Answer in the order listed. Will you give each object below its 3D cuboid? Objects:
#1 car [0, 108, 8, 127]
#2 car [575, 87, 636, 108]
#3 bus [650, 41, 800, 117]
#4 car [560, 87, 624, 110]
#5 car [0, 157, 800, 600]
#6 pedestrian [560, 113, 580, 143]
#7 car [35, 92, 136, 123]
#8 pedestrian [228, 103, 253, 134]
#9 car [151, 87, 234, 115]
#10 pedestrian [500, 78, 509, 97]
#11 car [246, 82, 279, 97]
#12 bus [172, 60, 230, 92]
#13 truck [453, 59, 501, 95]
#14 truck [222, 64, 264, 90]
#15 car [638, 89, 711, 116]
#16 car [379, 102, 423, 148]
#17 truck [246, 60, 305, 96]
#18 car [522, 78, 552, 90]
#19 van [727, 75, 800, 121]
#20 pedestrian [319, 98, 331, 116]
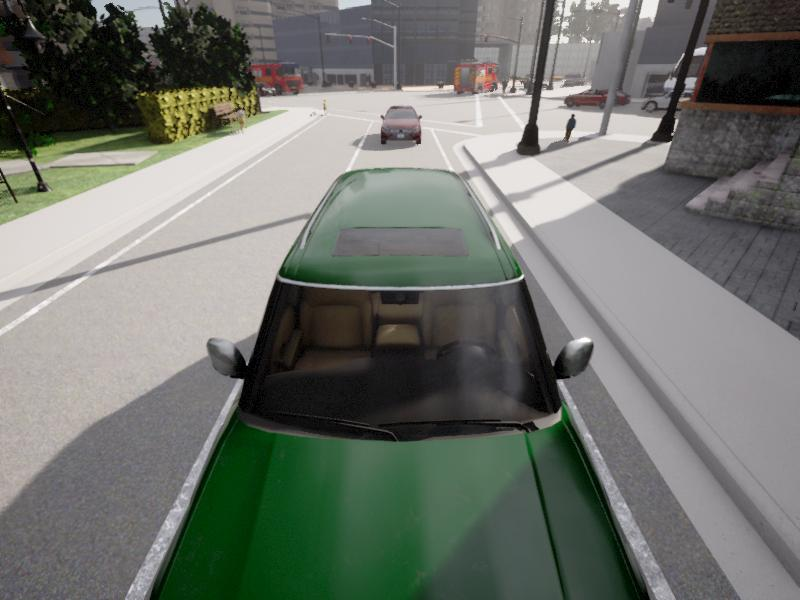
[{"bbox_3d":[-25.823,-10.552,22.502,5.027,1.651,2.152,-26,39,-37],"label":"car"},{"bbox_3d":[18.145,-17.986,35.420,1.994,1.385,4.181,-27,39,-38],"label":"car"},{"bbox_3d":[24.822,-15.829,28.714,3.944,4.253,10.273,-26,39,-38],"label":"bus"},{"bbox_3d":[15.819,-16.710,33.122,1.816,1.474,4.193,-27,39,-37],"label":"car"},{"bbox_3d":[0.002,0.344,3.439,2.150,2.045,5.566,0,30,0],"label":"car"},{"bbox_3d":[7.250,-7.321,17.054,0.500,1.100,0.500,6,31,9],"label":"pedestrian"},{"bbox_3d":[-20.851,-12.938,26.734,4.792,1.488,2.163,-26,39,-37],"label":"car"},{"bbox_3d":[-7.878,-8.990,19.806,0.751,1.300,0.751,-2,30,-3],"label":"pedestrian"},{"bbox_3d":[-15.889,-15.439,30.883,5.027,1.651,2.152,-26,39,-37],"label":"car"},{"bbox_3d":[11.956,-24.385,45.944,0.751,1.860,0.751,7,31,12],"label":"pedestrian"},{"bbox_3d":[-16.737,-25.586,48.608,1.970,1.475,3.806,-26,39,-37],"label":"car"},{"bbox_3d":[-33.224,-37.297,66.642,10.273,4.253,3.944,23,37,35],"label":"bus"},{"bbox_3d":[10.126,-29.242,52.374,2.891,3.827,8.468,17,34,27],"label":"truck"},{"bbox_3d":[-27.841,-39.429,70.706,2.891,3.827,8.468,-27,39,-37],"label":"truck"},{"bbox_3d":[20.089,-14.573,29.397,1.970,1.475,3.806,-26,39,-37],"label":"car"},{"bbox_3d":[0.065,-8.432,19.053,1.812,1.442,4.674,0,30,1],"label":"car"},{"bbox_3d":[-16.155,-28.769,51.795,2.891,3.827,8.468,-27,39,-38],"label":"truck"},{"bbox_3d":[21.440,-33.816,62.489,4.974,1.542,2.038,-26,39,-37],"label":"car"},{"bbox_3d":[24.951,-12.607,24.888,2.351,2.431,6.366,-27,38,-38],"label":"van"},{"bbox_3d":[-5.271,-13.556,28.126,0.500,1.100,0.500,23,37,34],"label":"pedestrian"}]
